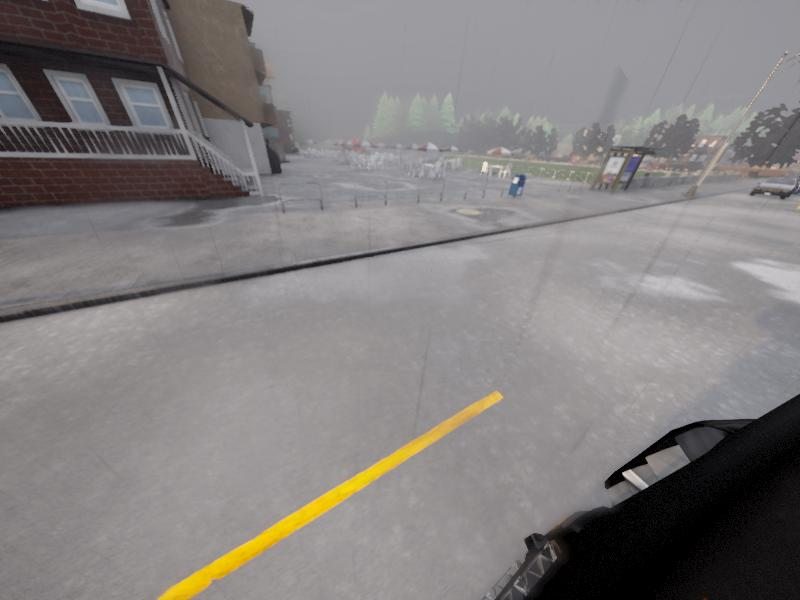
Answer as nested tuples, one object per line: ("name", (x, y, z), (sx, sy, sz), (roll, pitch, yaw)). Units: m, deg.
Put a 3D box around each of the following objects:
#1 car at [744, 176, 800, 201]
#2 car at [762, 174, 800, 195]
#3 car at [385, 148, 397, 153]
("car", (31.718, -9.468, 19.428), (5.357, 1.411, 2.033), (-16, 38, -26))
("car", (38.483, -11.450, 22.821), (4.514, 1.525, 2.007), (-16, 38, -26))
("car", (-3.310, -57.302, 88.706), (4.193, 1.474, 1.816), (-16, 38, -26))
